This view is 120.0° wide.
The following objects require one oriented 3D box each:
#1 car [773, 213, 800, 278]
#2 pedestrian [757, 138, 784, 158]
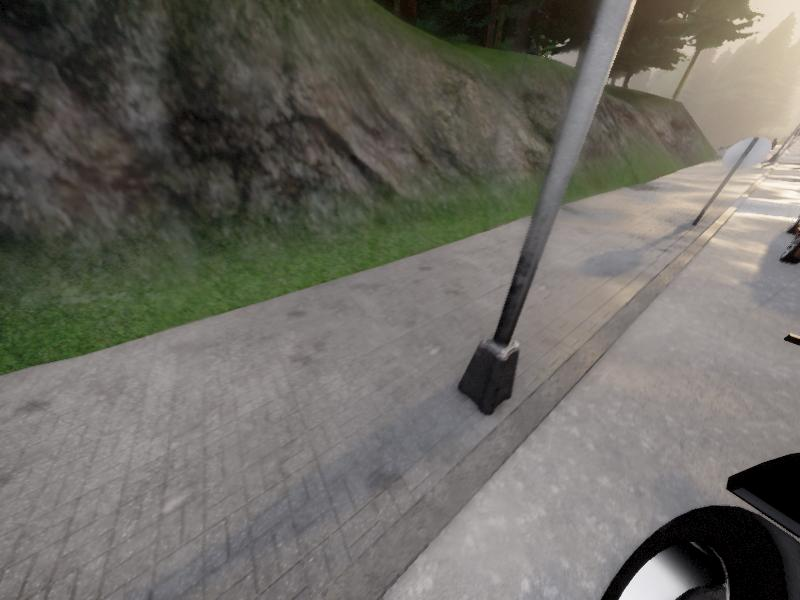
[{"bbox_3d":[10.109,-1.577,4.721,5.008,1.535,1.882,-22,40,-27],"label":"car"},{"bbox_3d":[41.981,-17.267,26.174,0.751,1.860,0.751,-20,40,-26],"label":"pedestrian"}]
